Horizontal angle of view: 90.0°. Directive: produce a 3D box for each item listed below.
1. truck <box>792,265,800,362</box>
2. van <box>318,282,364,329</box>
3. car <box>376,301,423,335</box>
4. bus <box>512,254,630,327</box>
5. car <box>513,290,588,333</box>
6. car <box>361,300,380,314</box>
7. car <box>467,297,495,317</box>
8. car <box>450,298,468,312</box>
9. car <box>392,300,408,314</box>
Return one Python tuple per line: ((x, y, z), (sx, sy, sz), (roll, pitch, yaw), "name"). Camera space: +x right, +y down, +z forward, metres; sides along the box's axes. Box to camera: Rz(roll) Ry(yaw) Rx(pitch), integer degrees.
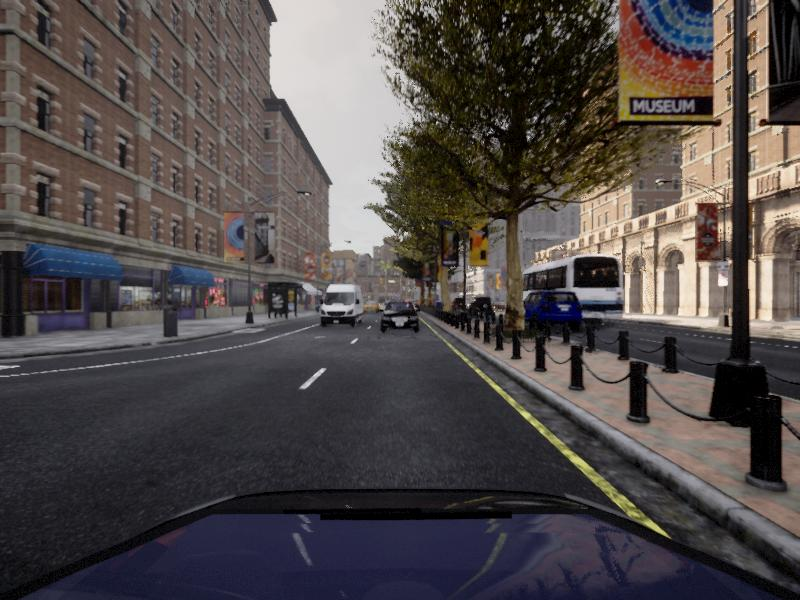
((11.468, 0.361, 7.746), (2.627, 2.467, 5.204), (0, 1, 0), "truck")
((-3.512, 0.312, 24.878), (1.988, 2.561, 5.915), (0, 0, 0), "van")
((-0.008, 0.828, 20.615), (2.128, 1.511, 4.902), (0, 0, 0), "car")
((11.369, -0.546, 28.349), (3.944, 4.253, 10.273), (0, 0, 0), "bus")
((7.993, 0.560, 21.956), (2.150, 2.045, 5.566), (0, 0, 1), "car")
((-3.515, 0.783, 48.371), (1.801, 1.575, 5.366), (0, 0, 0), "car")
((7.987, 0.631, 39.756), (1.905, 1.878, 3.866), (0, 0, 0), "car")
((7.983, 0.625, 54.152), (1.905, 1.878, 3.866), (0, 0, 0), "car")
((-0.019, 0.770, 47.351), (1.851, 1.617, 3.988), (0, 0, 0), "car")
